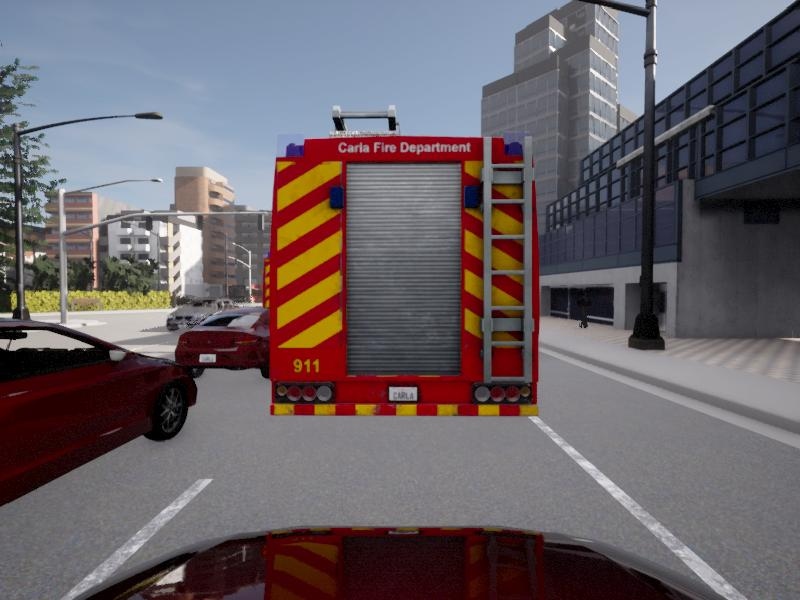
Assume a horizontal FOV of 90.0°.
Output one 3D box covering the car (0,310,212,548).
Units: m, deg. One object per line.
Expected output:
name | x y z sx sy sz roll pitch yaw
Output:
car | -3.468 0.860 3.307 1.816 1.474 4.193 0 0 1

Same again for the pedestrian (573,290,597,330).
pedestrian | 8.880 0.468 19.205 0.751 1.860 0.751 0 1 -8

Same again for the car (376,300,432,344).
car | 0.180 0.817 17.201 2.038 1.542 4.974 0 1 1

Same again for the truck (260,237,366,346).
truck | -3.409 -0.337 18.226 2.891 3.827 8.468 0 0 1

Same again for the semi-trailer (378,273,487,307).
semi-trailer | 4.262 -1.363 53.465 14.254 4.402 2.717 0 1 -8

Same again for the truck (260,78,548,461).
truck | 0.092 -0.302 8.253 2.891 3.827 8.468 0 0 1

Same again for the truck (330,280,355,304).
truck | -9.771 -1.342 68.882 2.891 3.827 8.468 0 1 0

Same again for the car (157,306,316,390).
car | -3.435 0.891 9.530 1.812 1.442 4.674 0 0 1

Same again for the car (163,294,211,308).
car | -27.246 0.090 51.336 5.027 1.651 2.152 0 1 1

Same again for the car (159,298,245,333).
car | -10.268 0.717 21.234 2.242 1.667 4.611 0 0 1
